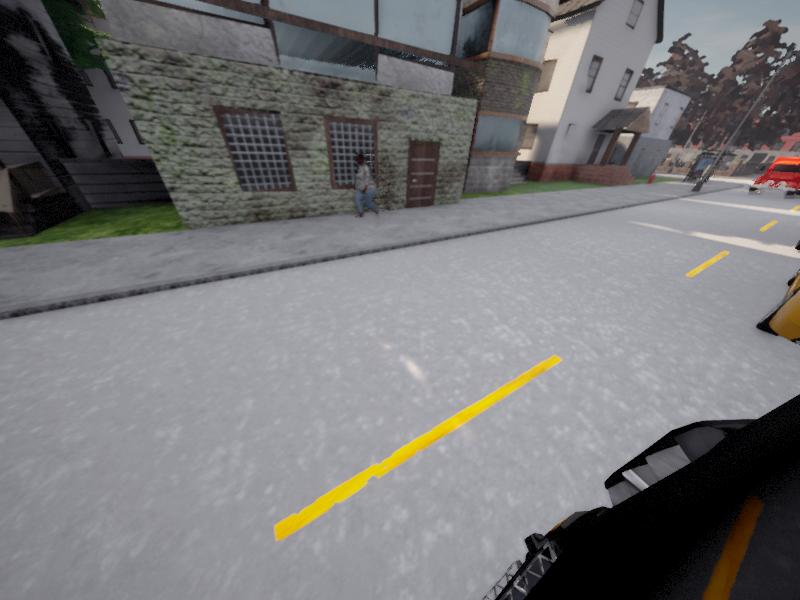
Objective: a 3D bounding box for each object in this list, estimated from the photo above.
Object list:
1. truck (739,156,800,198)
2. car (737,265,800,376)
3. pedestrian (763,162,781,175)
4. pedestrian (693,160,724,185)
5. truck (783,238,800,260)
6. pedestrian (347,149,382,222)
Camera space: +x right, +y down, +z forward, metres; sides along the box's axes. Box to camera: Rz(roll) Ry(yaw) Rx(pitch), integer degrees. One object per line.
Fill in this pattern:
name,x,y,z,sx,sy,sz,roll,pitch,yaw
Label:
truck,30.072,-9.632,17.937,5.204,2.467,2.627,-15,38,-25
car,7.248,-0.121,3.116,5.008,1.535,1.882,-16,38,-25
pedestrian,64.815,-22.880,40.240,0.751,1.860,0.751,-13,37,-22
pedestrian,27.275,-11.252,20.471,0.751,1.860,0.751,-15,38,-25
truck,13.787,-2.244,6.199,6.274,2.098,2.390,-16,38,-25
pedestrian,-1.061,-3.487,7.086,0.751,1.860,0.751,-17,38,-26
